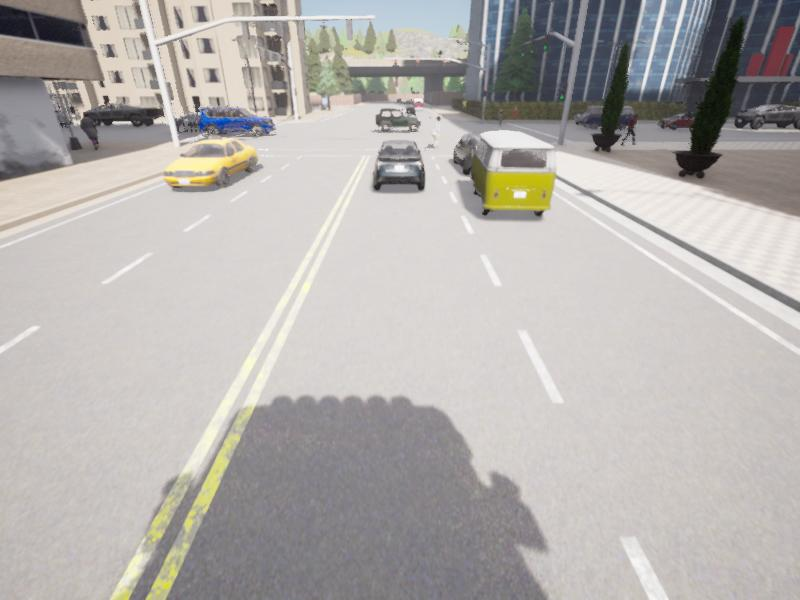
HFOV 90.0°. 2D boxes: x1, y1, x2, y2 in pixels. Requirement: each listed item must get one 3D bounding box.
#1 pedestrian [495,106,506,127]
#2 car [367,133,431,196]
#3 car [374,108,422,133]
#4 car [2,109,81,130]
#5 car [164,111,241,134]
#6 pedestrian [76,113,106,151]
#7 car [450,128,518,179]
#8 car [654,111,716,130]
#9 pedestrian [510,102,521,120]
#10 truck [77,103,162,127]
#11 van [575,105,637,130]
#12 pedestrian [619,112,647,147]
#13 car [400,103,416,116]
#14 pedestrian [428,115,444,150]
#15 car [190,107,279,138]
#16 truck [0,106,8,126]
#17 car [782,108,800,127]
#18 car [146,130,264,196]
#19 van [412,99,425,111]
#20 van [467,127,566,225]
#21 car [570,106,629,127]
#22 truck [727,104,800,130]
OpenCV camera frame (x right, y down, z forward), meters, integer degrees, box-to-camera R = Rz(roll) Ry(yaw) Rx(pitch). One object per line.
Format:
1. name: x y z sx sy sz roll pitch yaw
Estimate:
1. pedestrian: 9.999 -18.221 39.662 0.751 1.860 0.751 2 27 3
2. car: -0.022 -5.154 14.848 2.007 1.525 4.514 0 27 0
3. car: -0.161 -15.150 33.741 3.866 1.878 1.905 0 27 -1
4. car: -32.675 -16.503 36.587 4.856 1.649 2.033 0 27 -1
5. car: -16.500 -15.003 33.703 5.238 1.638 1.930 -1 27 -2
6. pedestrian: -17.017 -9.298 22.075 0.751 1.860 0.751 -13 30 -24
7. car: 3.477 -6.522 17.493 2.007 1.525 4.514 0 27 0
8. car: 26.422 -16.692 37.207 4.193 1.474 1.816 0 27 -1
9. pedestrian: 13.440 -21.959 46.549 0.751 1.860 0.751 0 27 0
10. truck: -27.557 -18.311 39.573 6.274 2.098 2.390 0 27 -1
11. van: 18.938 -16.886 37.017 4.442 1.987 1.775 0 27 -1
12. pedestrian: 13.677 -10.037 23.544 0.751 1.860 0.751 -1 27 -3
13. car: 1.141 -28.275 59.341 1.930 1.638 5.238 -2 27 -3
14. pedestrian: 2.118 -9.872 23.541 0.751 1.860 0.751 -1 27 -3
15. car: -12.434 -13.557 30.483 5.566 2.045 2.150 -1 27 -1
16. truck: -44.661 -19.059 39.116 8.468 3.827 2.891 0 27 0
17. car: 42.437 -18.436 40.439 5.027 1.651 2.152 0 27 -1
18. car: -7.009 -5.379 15.212 1.801 1.575 5.366 0 27 0
19. van: 3.429 -36.556 74.895 2.069 2.038 4.480 0 27 0
20. van: 3.159 -3.874 11.884 1.775 1.987 4.442 2 27 3
21. car: 19.921 -18.454 40.160 4.605 1.855 1.932 0 27 -1
22. truck: 34.751 -17.008 37.153 6.274 2.098 2.390 0 27 -1
